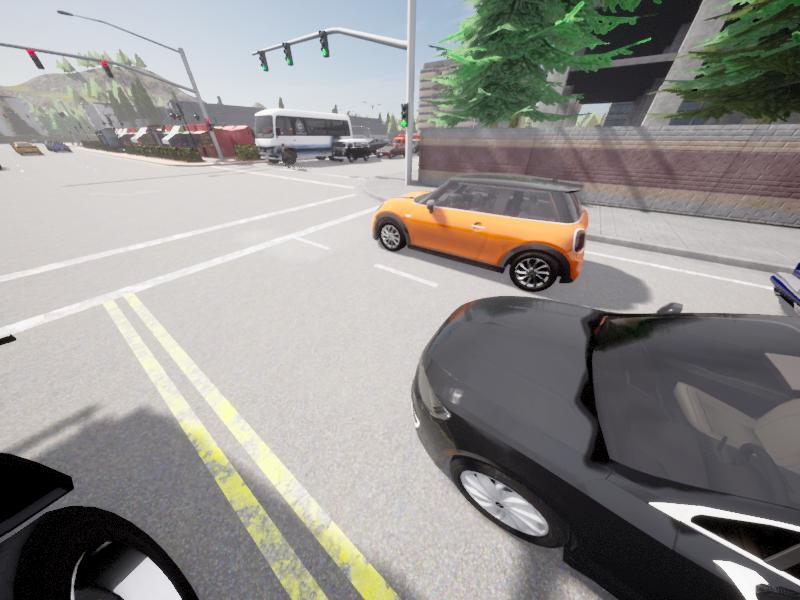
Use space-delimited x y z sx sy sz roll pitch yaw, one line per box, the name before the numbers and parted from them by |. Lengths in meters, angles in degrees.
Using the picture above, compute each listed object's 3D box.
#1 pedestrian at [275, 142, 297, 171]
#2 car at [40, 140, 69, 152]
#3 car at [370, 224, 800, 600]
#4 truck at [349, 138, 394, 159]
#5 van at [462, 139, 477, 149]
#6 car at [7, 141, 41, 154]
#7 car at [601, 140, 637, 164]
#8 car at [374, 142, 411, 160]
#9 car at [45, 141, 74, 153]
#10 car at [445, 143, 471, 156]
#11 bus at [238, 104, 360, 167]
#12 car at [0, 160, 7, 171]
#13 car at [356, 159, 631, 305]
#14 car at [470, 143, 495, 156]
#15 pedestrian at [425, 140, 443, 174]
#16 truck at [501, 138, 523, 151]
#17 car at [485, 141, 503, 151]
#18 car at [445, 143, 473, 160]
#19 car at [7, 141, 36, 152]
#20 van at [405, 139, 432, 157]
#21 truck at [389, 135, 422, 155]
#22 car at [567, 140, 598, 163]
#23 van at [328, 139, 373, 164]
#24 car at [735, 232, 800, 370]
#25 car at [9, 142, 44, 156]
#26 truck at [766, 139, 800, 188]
pedestrian | -8.733 -11.046 17.790 0.751 1.860 0.751 14 37 18
car | -61.056 -27.266 40.790 4.856 1.649 2.033 22 41 28
car | 2.365 1.036 1.164 4.892 1.490 1.837 22 41 28
truck | -3.667 -20.530 31.119 2.390 2.098 6.274 22 40 28
van | 16.588 -37.278 55.132 1.775 1.987 4.442 22 40 28
car | -58.107 -23.555 35.668 4.792 1.488 2.163 22 41 28
car | 22.120 -15.101 23.538 1.905 1.878 3.866 22 41 28
car | -0.865 -19.117 29.545 2.152 1.651 5.027 22 40 28
car | -55.705 -25.028 37.782 4.193 1.474 1.816 22 41 28
car | 9.200 -23.896 36.498 2.128 1.511 4.902 22 41 27
bus | -9.332 -16.574 23.594 3.944 4.253 10.273 22 41 28
car | -33.605 -11.124 18.190 4.792 1.488 2.163 22 41 28
car | 1.515 -1.895 5.059 4.553 1.767 2.097 22 41 28
car | 12.796 -23.349 35.722 1.882 1.535 5.008 22 40 28
pedestrian | 2.304 -9.716 15.708 0.751 1.860 0.751 20 40 26
truck | 23.564 -32.532 48.349 2.390 2.098 6.274 22 41 28
car | 20.170 -33.069 49.499 2.152 1.651 5.027 22 40 28
car | 7.599 -19.049 29.521 1.851 1.617 3.988 22 41 28
car | -63.713 -25.850 38.838 5.008 1.535 1.882 22 41 28
van | 2.685 -22.217 33.656 1.775 1.987 4.442 22 41 28
truck | 0.914 -24.496 36.453 2.627 2.467 5.204 22 41 28
car | 19.708 -16.078 24.909 1.905 1.878 3.866 22 41 28
van | -5.047 -15.856 24.523 2.069 2.038 4.480 19 39 24
car | 7.250 0.641 1.931 4.718 1.301 1.895 22 41 28
car | -52.586 -21.354 32.533 5.008 1.535 1.882 22 40 27
truck | 22.656 -6.917 11.472 2.615 2.467 5.204 22 41 28
